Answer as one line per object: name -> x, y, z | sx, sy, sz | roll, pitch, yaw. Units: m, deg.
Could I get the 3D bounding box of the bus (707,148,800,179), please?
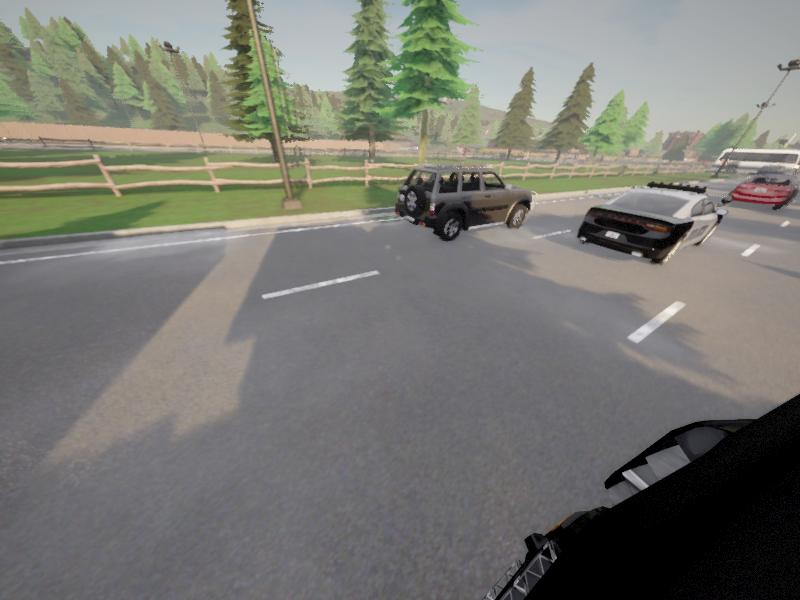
bus -> 68.626, -26.416, 44.450 | 3.944, 4.253, 10.273 | -16, 38, -25

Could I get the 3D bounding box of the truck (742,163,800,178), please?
truck -> 72.569, -25.294, 44.984 | 2.390, 2.098, 6.274 | -16, 38, -25

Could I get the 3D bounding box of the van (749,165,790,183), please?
van -> 49.369, -16.896, 30.897 | 4.442, 1.987, 1.775 | -16, 38, -26

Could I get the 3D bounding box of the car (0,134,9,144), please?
car -> -65.166, -24.808, 35.481 | 4.718, 1.301, 1.895 | -16, 38, -26

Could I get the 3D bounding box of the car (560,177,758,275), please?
car -> 7.301, -2.366, 6.511 | 5.238, 1.638, 1.930 | -16, 38, -26

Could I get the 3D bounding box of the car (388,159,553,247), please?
car -> 2.118, -3.209, 7.204 | 4.605, 1.855, 1.932 | -16, 38, -26

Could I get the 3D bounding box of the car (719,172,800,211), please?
car -> 22.288, -6.707, 14.028 | 4.611, 1.667, 2.242 | -16, 38, -26
